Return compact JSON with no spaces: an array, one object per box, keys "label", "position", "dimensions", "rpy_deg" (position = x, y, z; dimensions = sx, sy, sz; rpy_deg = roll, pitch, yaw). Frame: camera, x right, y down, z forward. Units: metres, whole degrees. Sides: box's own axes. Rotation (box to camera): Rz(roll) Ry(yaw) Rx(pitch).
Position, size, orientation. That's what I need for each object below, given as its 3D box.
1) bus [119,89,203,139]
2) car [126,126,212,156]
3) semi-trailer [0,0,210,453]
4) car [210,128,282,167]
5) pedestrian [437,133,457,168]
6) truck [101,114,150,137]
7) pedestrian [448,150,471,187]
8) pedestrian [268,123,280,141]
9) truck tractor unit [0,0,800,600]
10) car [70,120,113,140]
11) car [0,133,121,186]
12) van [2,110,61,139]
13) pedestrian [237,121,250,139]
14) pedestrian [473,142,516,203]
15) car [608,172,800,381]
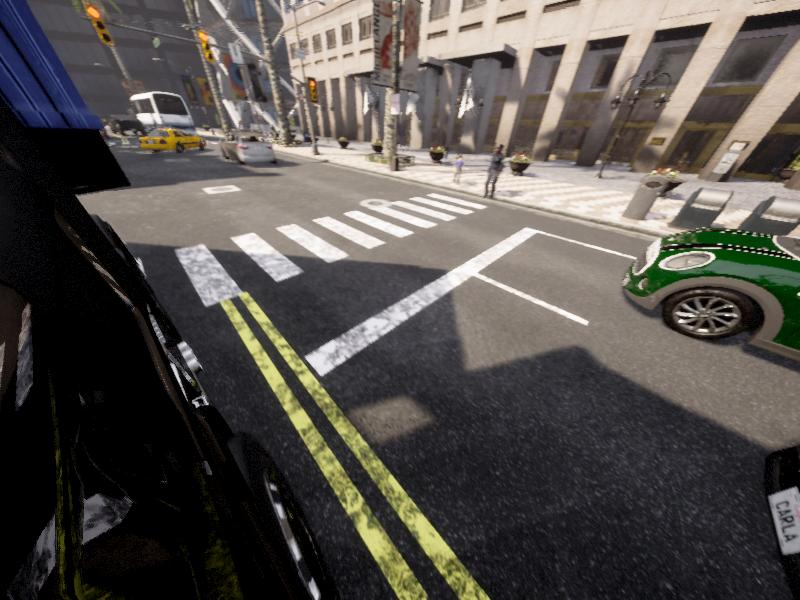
[{"label":"bus","position":[-30.399,-23.359,29.393],"dimensions":[10.273,4.253,3.944],"rpy_deg":[25,41,28]},{"label":"car","position":[-17.070,-12.183,17.542],"dimensions":[1.801,1.575,5.366],"rpy_deg":[-3,37,-7]},{"label":"semi-trailer","position":[-10.069,-1.708,1.577],"dimensions":[14.254,4.402,2.717],"rpy_deg":[5,36,3]},{"label":"car","position":[-9.864,-9.837,14.795],"dimensions":[2.242,1.667,4.611],"rpy_deg":[-29,47,-36]},{"label":"pedestrian","position":[3.020,-9.627,14.897],"dimensions":[0.751,1.860,0.751],"rpy_deg":[22,41,24]},{"label":"truck","position":[-34.894,-22.183,29.340],"dimensions":[6.274,2.098,2.390],"rpy_deg":[26,42,27]},{"label":"pedestrian","position":[2.621,-5.841,10.270],"dimensions":[0.751,1.300,0.751],"rpy_deg":[9,37,8]},{"label":"pedestrian","position":[-16.382,-21.921,30.099],"dimensions":[0.751,1.860,0.751],"rpy_deg":[-28,46,-34]},{"label":"truck tractor unit","position":[-2.645,-0.295,0.351],"dimensions":[6.516,4.208,3.053],"rpy_deg":[28,44,30]},{"label":"car","position":[-32.777,-18.098,24.525],"dimensions":[4.792,1.488,2.163],"rpy_deg":[29,44,31]},{"label":"car","position":[-14.310,-5.470,8.910],"dimensions":[4.181,1.385,1.994],"rpy_deg":[3,37,0]},{"label":"van","position":[-35.061,-16.781,22.144],"dimensions":[4.480,2.038,2.069],"rpy_deg":[30,44,31]},{"label":"pedestrian","position":[-20.580,-22.303,30.337],"dimensions":[0.751,1.860,0.751],"rpy_deg":[-21,43,-29]},{"label":"pedestrian","position":[3.513,-4.786,8.696],"dimensions":[0.751,1.860,0.751],"rpy_deg":[-26,45,-33]},{"label":"car","position":[5.714,0.003,2.527],"dimensions":[2.097,1.767,4.553],"rpy_deg":[-29,47,-35]}]
